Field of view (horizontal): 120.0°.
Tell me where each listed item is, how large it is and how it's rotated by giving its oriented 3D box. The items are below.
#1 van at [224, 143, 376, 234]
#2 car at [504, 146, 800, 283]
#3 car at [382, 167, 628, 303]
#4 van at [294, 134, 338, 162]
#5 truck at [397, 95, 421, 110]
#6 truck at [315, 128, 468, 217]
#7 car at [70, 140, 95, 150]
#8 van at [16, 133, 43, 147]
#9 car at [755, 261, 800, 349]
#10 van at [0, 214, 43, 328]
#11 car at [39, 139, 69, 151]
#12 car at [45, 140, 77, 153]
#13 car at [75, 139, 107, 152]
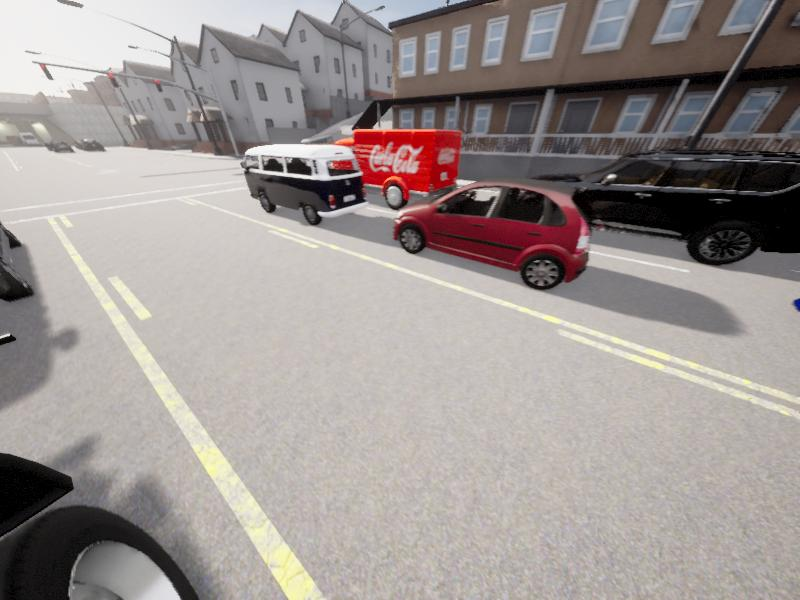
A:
[{"bbox_3d":[-3.251,-3.937,7.680,4.480,2.038,2.069,22,41,28],"label":"van"},{"bbox_3d":[6.054,-2.599,5.860,5.566,2.045,2.150,22,41,28],"label":"car"},{"bbox_3d":[1.783,-1.711,4.947,3.988,1.617,1.851,22,41,28],"label":"car"},{"bbox_3d":[-9.695,-17.888,27.127,1.775,1.987,4.442,21,49,27],"label":"van"},{"bbox_3d":[2.218,-49.856,58.504,5.204,2.467,2.627,22,41,28],"label":"truck"},{"bbox_3d":[-0.450,-5.349,9.332,5.204,2.467,2.627,23,41,29],"label":"truck"},{"bbox_3d":[-59.458,-29.077,43.311,4.674,1.442,1.812,22,41,28],"label":"car"},{"bbox_3d":[-86.038,-37.211,53.615,5.915,2.561,1.988,21,40,27],"label":"van"},{"bbox_3d":[7.400,0.651,1.793,4.674,1.442,1.812,22,41,28],"label":"car"},{"bbox_3d":[-8.494,-1.346,3.534,5.915,2.561,1.988,22,41,28],"label":"van"},{"bbox_3d":[-59.929,-26.846,39.979,5.238,1.638,1.930,22,41,28],"label":"car"},{"bbox_3d":[-52.902,-23.937,36.020,4.514,1.525,2.007,22,41,28],"label":"car"},{"bbox_3d":[-52.215,-26.178,39.074,4.611,1.667,2.242,22,41,28],"label":"car"}]
